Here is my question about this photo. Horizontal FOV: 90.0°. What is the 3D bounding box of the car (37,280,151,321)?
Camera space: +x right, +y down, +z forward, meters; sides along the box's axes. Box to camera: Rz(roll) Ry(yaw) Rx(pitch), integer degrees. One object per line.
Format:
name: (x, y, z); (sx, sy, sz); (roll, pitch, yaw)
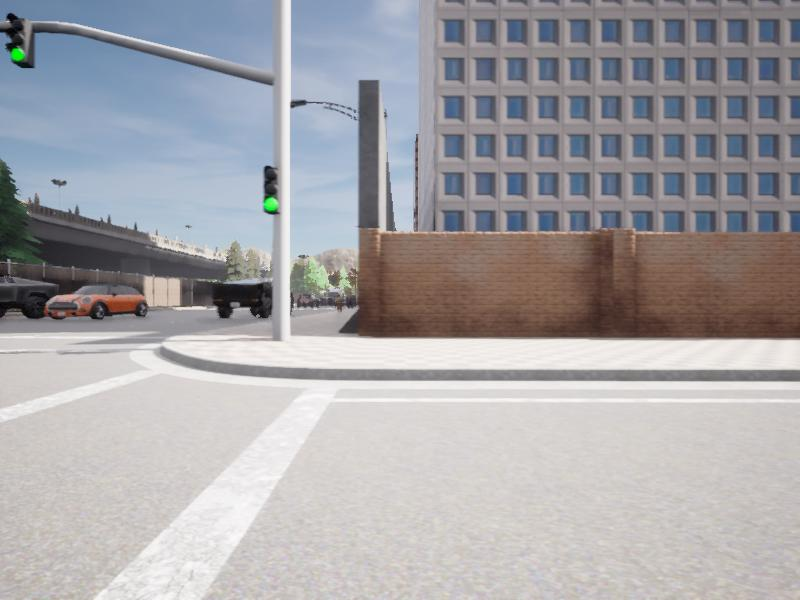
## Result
car: (-14.635, 0.013, 19.553); (2.097, 1.767, 4.553); (0, 0, 0)

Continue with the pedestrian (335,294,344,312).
pedestrian: (-3.787, 0.203, 25.064); (0.500, 1.100, 0.500); (0, 0, 3)

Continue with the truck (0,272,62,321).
truck: (-18.143, -0.145, 16.922); (2.390, 2.098, 6.274); (0, 0, 0)

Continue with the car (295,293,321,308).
car: (-11.058, 0.097, 48.336); (2.033, 1.649, 4.856); (0, -1, 0)

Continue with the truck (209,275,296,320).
truck: (-7.629, -0.127, 21.620); (2.390, 2.098, 6.274); (0, 0, 0)
